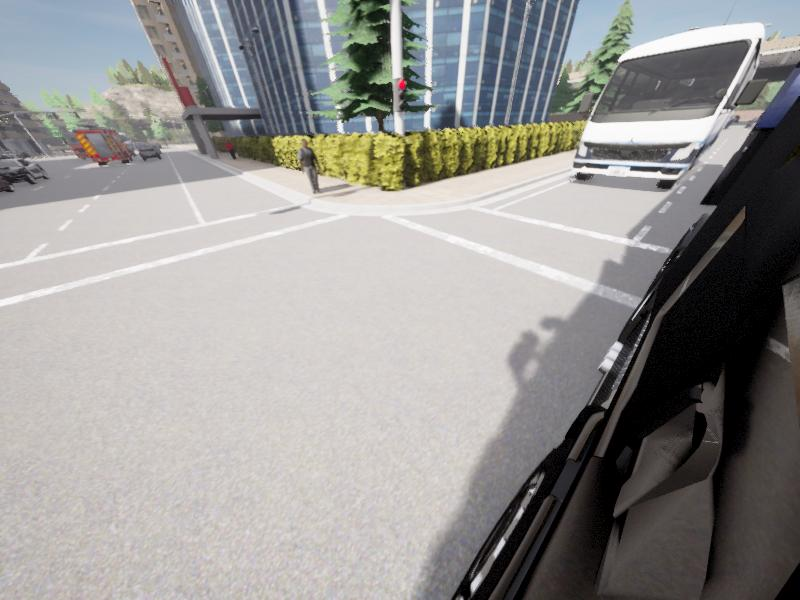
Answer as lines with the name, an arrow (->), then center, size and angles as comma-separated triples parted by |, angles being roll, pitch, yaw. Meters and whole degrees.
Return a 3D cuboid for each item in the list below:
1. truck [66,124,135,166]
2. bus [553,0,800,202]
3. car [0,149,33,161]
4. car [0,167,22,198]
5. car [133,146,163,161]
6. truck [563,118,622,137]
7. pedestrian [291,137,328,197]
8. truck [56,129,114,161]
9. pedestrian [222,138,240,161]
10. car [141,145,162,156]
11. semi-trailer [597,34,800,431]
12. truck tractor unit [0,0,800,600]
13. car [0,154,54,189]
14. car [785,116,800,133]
truck -> -36.467, -19.214, 28.601 | 2.891, 3.827, 8.468 | -28, 44, -30
bus -> 11.493, -7.695, 9.723 | 10.273, 4.253, 3.944 | -28, 44, -30
car -> -77.421, -28.461, 45.457 | 5.238, 1.638, 1.930 | -31, 45, -33
car -> -22.931, -6.030, 12.079 | 1.994, 1.385, 4.181 | -27, 43, -29
car -> -34.483, -20.198, 31.739 | 2.128, 1.511, 4.902 | -28, 44, -30
truck -> 29.375, -26.518, 35.606 | 2.390, 2.098, 6.274 | -28, 44, -30
pedestrian -> -3.448, -5.100, 8.887 | 0.751, 1.860, 0.751 | -19, 40, -21
truck -> -49.829, -24.804, 36.962 | 2.891, 3.827, 8.468 | -28, 43, -30
pedestrian -> -16.694, -14.841, 22.821 | 0.751, 1.860, 0.751 | -26, 42, -28
car -> -43.719, -26.303, 40.651 | 1.994, 1.385, 4.181 | -28, 44, -30
semi-trailer -> 8.735, -3.569, 4.206 | 14.254, 4.402, 2.717 | -28, 43, -29
truck tractor unit -> 2.645, -0.295, 0.351 | 6.516, 4.208, 3.053 | -28, 44, -30
car -> -27.487, -9.162, 16.350 | 1.930, 1.638, 5.238 | -29, 44, -30
car -> 48.188, -20.864, 27.337 | 4.974, 1.542, 2.038 | -28, 44, -30
